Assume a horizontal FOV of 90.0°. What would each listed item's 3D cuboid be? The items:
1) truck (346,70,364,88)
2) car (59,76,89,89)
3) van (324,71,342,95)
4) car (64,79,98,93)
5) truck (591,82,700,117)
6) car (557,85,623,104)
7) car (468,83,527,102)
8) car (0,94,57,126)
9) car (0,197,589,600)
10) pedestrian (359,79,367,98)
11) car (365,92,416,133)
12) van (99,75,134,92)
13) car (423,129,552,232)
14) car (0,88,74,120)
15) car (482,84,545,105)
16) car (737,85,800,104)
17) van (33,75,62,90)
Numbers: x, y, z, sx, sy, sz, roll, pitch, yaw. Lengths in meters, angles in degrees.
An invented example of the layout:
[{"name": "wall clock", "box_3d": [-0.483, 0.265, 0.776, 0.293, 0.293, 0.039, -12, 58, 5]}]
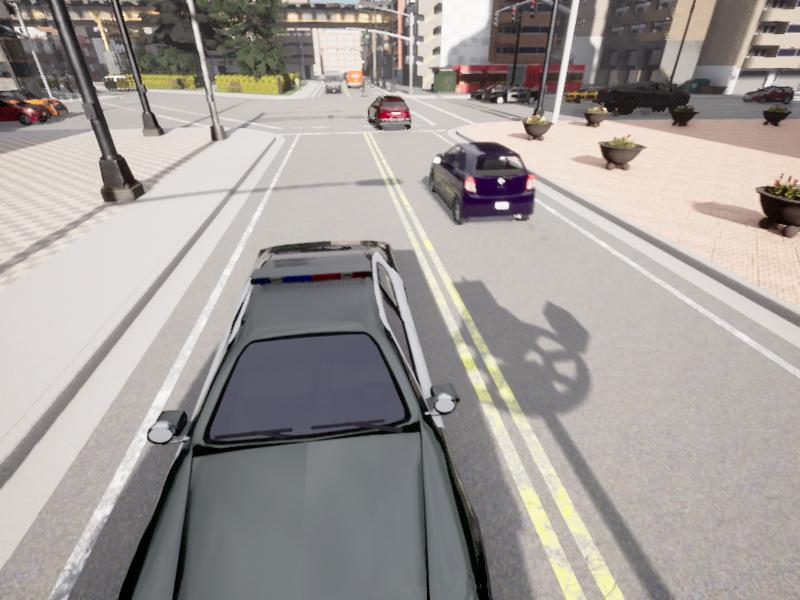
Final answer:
[{"name": "truck", "box_3d": [-7.361, -36.096, 65.339, 2.627, 2.467, 5.204, -4, 31, -7]}, {"name": "car", "box_3d": [-53.526, -35.735, 65.690, 4.605, 1.855, 1.932, 20, 36, 31]}, {"name": "van", "box_3d": [-8.686, -28.242, 51.856, 1.988, 2.561, 5.915, -4, 31, -7]}, {"name": "car", "box_3d": [-45.385, -30.407, 56.844, 5.366, 1.575, 1.801, 20, 36, 31]}, {"name": "truck", "box_3d": [17.920, -14.806, 29.454, 6.274, 2.098, 2.390, -3, 31, -7]}, {"name": "car", "box_3d": [18.324, -19.898, 38.713, 5.366, 1.575, 1.801, -4, 30, -8]}, {"name": "car", "box_3d": [9.840, -21.122, 40.628, 5.238, 1.638, 1.930, -5, 31, -9]}, {"name": "car", "box_3d": [-23.725, -11.449, 24.098, 3.988, 1.617, 1.851, -4, 31, -7]}, {"name": "car", "box_3d": [-0.687, 0.618, 3.441, 2.038, 1.542, 4.974, -4, 31, -7]}, {"name": "pedestrian", "box_3d": [-4.025, -23.118, 43.714, 0.751, 1.860, 0.751, -2, 30, -3]}, {"name": "car", "box_3d": [-0.670, -10.956, 23.164, 2.033, 1.649, 4.856, -6, 31, -10]}, {"name": "van", "box_3d": [-40.834, -31.139, 57.571, 4.480, 2.038, 2.069, 20, 36, 31]}, {"name": "car", "box_3d": [1.836, -3.062, 9.712, 1.845, 1.501, 3.633, -4, 31, -7]}, {"name": "car", "box_3d": [-25.349, -13.209, 26.924, 4.553, 1.767, 2.097, -4, 31, -7]}, {"name": "car", "box_3d": [10.621, -19.396, 37.681, 5.238, 1.638, 1.930, -4, 31, -8]}, {"name": "car", "box_3d": [38.254, -21.257, 41.384, 4.856, 1.649, 2.033, -4, 30, -8]}, {"name": "van", "box_3d": [-55.956, -34.483, 63.458, 4.442, 1.987, 1.775, 20, 36, 31]}]
